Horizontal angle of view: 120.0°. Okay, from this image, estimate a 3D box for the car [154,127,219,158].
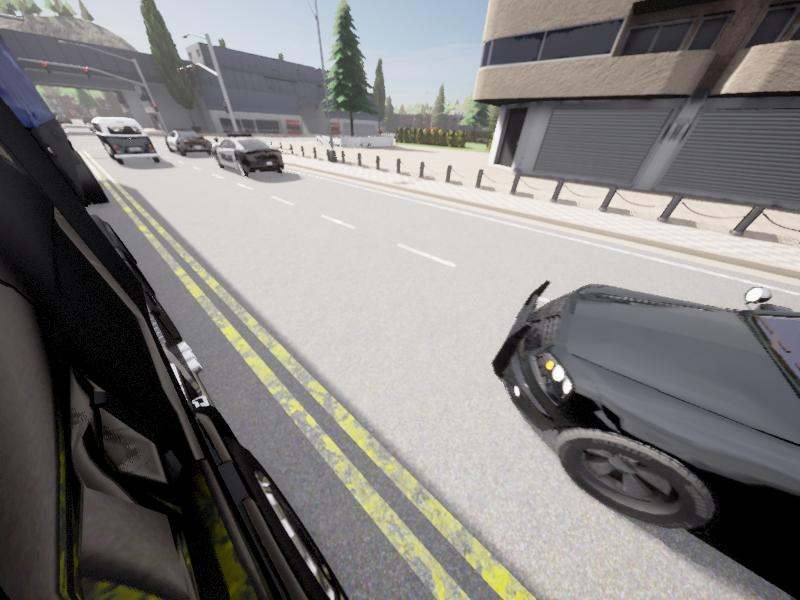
[{"bbox_3d":[-15.646,-11.610,16.919,4.974,1.542,2.038,29,44,30],"label":"car"}]

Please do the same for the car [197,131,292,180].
[{"bbox_3d":[-8.056,-7.598,11.932,5.238,1.638,1.930,28,44,30],"label":"car"}]

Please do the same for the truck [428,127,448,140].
[{"bbox_3d":[9.907,-43.552,60.444,2.627,2.467,5.204,28,44,30],"label":"truck"}]

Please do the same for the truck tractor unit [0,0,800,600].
[{"bbox_3d":[-2.645,-0.295,0.351,6.516,4.208,3.053,28,44,30],"label":"truck tractor unit"}]

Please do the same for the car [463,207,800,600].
[{"bbox_3d":[3.224,0.998,1.225,4.974,1.542,2.038,26,43,28],"label":"car"}]

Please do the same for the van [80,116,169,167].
[{"bbox_3d":[-15.464,-8.971,12.974,4.480,2.038,2.069,28,44,30],"label":"van"}]

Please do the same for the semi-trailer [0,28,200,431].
[{"bbox_3d":[-8.627,-3.653,4.297,14.254,4.402,2.717,29,44,31],"label":"semi-trailer"}]
